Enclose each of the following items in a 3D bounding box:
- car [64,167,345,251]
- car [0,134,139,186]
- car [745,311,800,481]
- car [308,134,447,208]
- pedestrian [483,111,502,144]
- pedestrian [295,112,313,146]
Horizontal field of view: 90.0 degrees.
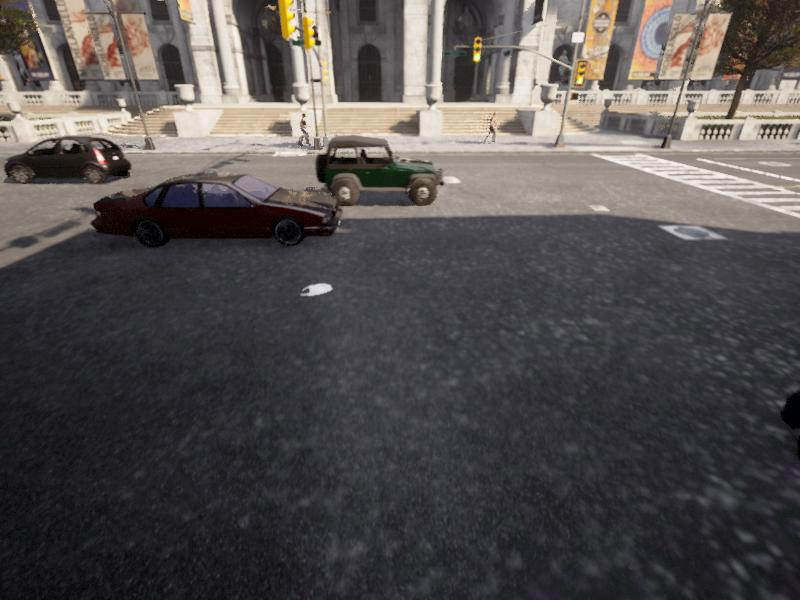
[{"bbox_3d":[-4.113,-2.186,9.324,5.357,1.411,2.033,0,27,-1],"label":"car"},{"bbox_3d":[-12.810,-5.417,15.378,3.988,1.617,1.851,0,27,-1],"label":"car"},{"bbox_3d":[4.228,1.588,1.897,1.816,1.474,4.193,3,27,7],"label":"car"},{"bbox_3d":[-0.630,-4.039,12.371,3.866,1.878,1.905,-1,27,-1],"label":"car"},{"bbox_3d":[5.840,-10.872,25.260,0.751,1.860,0.751,-5,28,-9],"label":"pedestrian"},{"bbox_3d":[-5.854,-10.462,24.490,0.751,1.860,0.751,-1,27,-1],"label":"pedestrian"}]
